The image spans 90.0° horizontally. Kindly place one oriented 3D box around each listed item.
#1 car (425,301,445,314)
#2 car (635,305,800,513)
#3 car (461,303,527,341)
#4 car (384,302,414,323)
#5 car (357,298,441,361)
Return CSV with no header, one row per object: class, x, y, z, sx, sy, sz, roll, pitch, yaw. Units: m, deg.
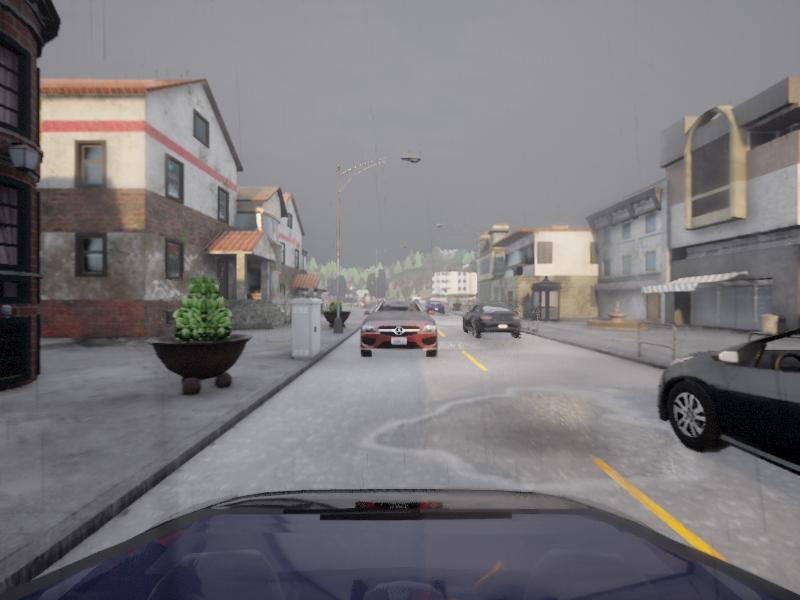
car,3.909,0.815,45.205,1.812,1.442,4.674,0,0,0
car,3.977,0.824,2.811,2.007,1.525,4.514,0,0,0
car,3.957,0.848,17.687,1.812,1.442,4.674,0,0,0
car,-0.066,0.858,30.098,2.033,1.411,5.357,0,0,0
car,-0.030,0.765,12.856,2.152,1.651,5.027,0,0,0
